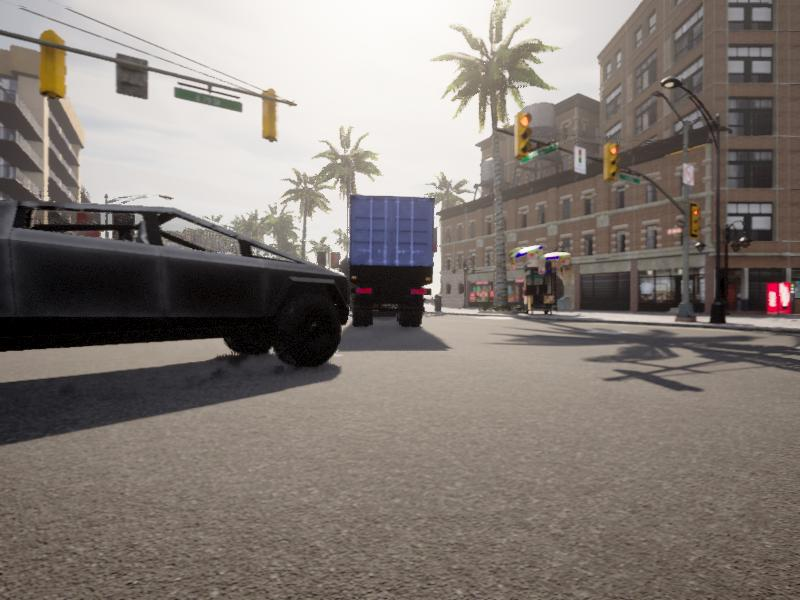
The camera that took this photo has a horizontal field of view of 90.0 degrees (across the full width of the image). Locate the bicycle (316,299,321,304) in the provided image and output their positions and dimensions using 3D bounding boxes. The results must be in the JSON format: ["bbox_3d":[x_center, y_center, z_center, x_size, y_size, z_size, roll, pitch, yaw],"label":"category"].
[{"bbox_3d":[-16.332,0.306,80.177,0.373,1.024,1.643,0,0,-31],"label":"bicycle"}]

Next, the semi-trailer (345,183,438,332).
[{"bbox_3d":[-0.739,-1.234,19.024,2.717,4.402,14.254,1,0,-4],"label":"semi-trailer"}]

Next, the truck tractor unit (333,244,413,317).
[{"bbox_3d":[-2.023,-1.130,26.720,3.053,4.208,6.516,0,0,-27],"label":"truck tractor unit"}]

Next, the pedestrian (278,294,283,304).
[{"bbox_3d":[-23.016,-0.148,77.088,0.751,1.860,0.751,0,0,-38],"label":"pedestrian"}]

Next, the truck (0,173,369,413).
[{"bbox_3d":[-3.595,-0.061,5.063,6.274,2.098,2.390,0,0,-43],"label":"truck"}]
